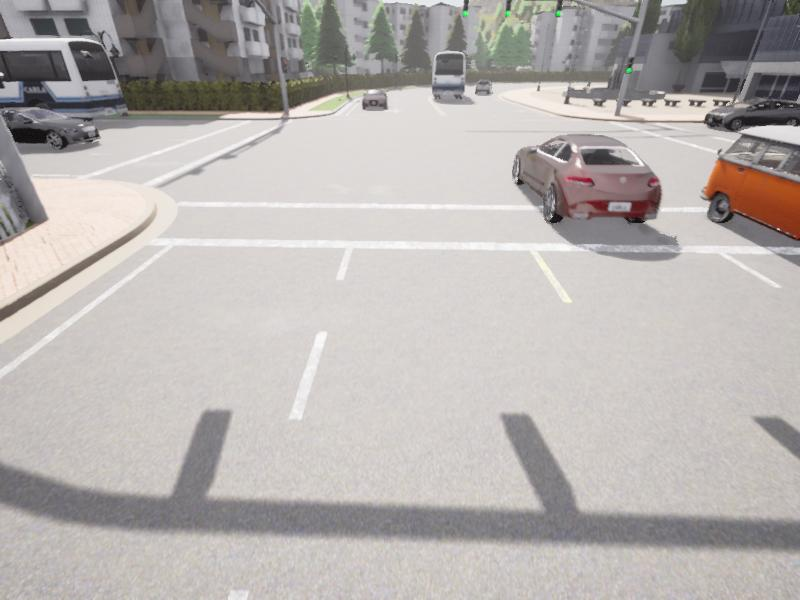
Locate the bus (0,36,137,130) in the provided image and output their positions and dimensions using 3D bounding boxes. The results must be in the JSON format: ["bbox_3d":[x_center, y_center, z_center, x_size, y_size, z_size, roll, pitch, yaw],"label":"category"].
[{"bbox_3d":[-21.767,-12.182,22.581,10.273,4.253,3.944,1,30,2],"label":"bus"}]

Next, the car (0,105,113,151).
[{"bbox_3d":[-15.657,-7.385,17.108,4.902,1.511,2.128,1,30,2],"label":"car"}]

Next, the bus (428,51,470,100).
[{"bbox_3d":[5.333,-24.875,44.321,3.944,4.253,10.273,3,30,6],"label":"bus"}]

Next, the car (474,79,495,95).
[{"bbox_3d":[10.769,-27.153,50.837,1.851,1.617,3.988,10,32,16],"label":"car"}]

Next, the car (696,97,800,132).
[{"bbox_3d":[19.398,-10.145,21.850,4.514,1.525,2.007,1,30,2],"label":"car"}]

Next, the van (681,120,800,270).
[{"bbox_3d":[7.799,-2.012,7.481,1.775,1.987,4.442,1,30,1],"label":"van"}]

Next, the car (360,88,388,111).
[{"bbox_3d":[-2.038,-16.555,32.939,1.994,1.385,4.181,0,30,0],"label":"car"}]

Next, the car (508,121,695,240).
[{"bbox_3d":[4.372,-3.221,9.904,2.152,1.651,5.027,1,30,1],"label":"car"}]
